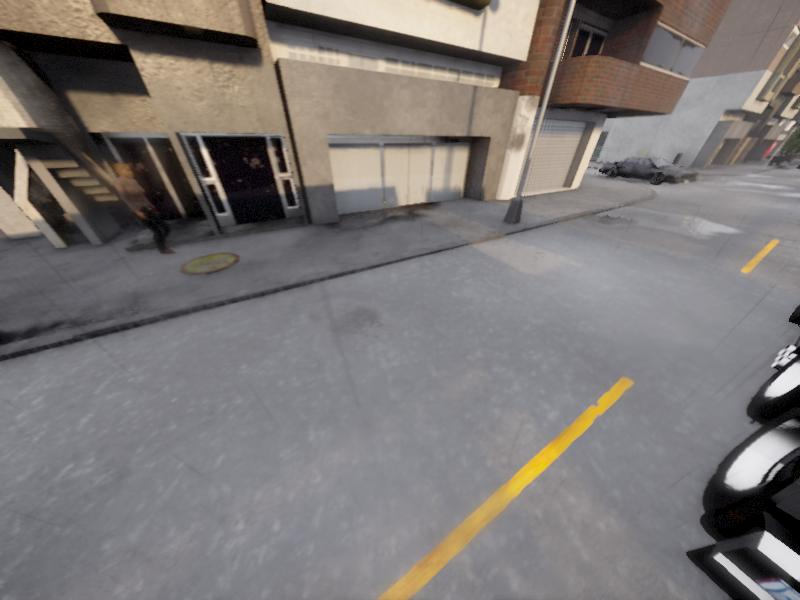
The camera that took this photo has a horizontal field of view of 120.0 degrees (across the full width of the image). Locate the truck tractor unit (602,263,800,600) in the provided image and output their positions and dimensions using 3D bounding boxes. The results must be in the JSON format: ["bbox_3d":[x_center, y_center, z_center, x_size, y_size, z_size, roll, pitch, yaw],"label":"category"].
[{"bbox_3d":[5.108,-0.304,0.787,6.516,4.208,3.053,-18,39,-24],"label":"truck tractor unit"}]

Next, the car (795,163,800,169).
[{"bbox_3d":[42.591,-14.152,23.162,4.553,1.767,2.097,-18,39,-24],"label":"car"}]

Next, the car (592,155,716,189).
[{"bbox_3d":[16.327,-8.701,15.442,2.033,1.411,5.357,-6,35,-9],"label":"car"}]

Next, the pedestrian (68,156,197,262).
[{"bbox_3d":[-5.233,-1.829,4.736,0.751,1.860,0.751,-6,35,-9],"label":"pedestrian"}]
